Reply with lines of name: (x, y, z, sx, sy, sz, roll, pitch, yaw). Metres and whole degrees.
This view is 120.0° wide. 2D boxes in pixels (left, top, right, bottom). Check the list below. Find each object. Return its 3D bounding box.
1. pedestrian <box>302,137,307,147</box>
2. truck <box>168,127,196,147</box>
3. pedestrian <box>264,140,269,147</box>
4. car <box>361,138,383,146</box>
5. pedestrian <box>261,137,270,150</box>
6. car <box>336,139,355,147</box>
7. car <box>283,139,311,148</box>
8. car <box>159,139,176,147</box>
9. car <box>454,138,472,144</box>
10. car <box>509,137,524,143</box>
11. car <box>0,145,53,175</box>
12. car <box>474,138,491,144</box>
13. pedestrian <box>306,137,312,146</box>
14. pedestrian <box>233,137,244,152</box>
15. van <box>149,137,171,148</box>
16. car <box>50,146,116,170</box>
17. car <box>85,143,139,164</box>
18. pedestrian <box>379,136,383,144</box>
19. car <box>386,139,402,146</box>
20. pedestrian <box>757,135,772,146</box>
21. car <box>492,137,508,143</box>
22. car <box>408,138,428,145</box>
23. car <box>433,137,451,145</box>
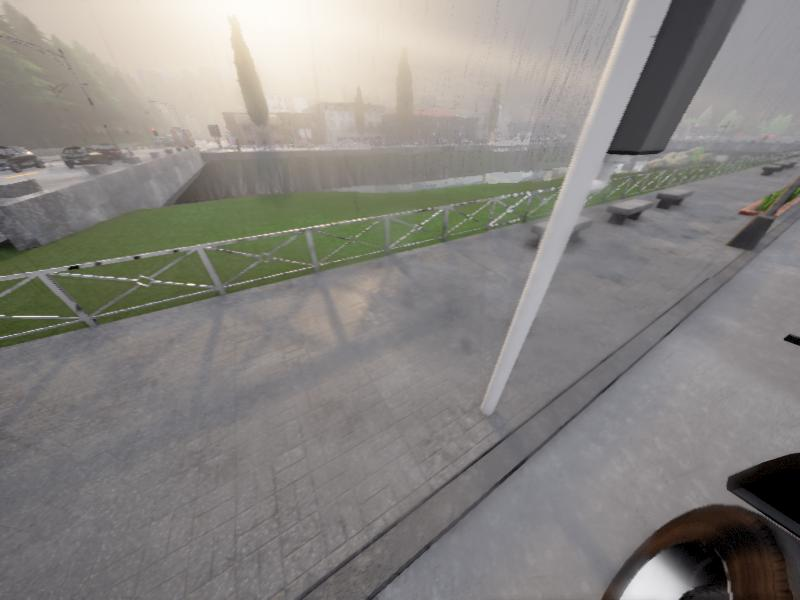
pedestrian: (-21.853, -36.231, 52.825, 0.751, 1.860, 0.751, -7, 36, -10)
truck: (-54.802, -41.218, 58.432, 2.891, 3.827, 8.468, -19, 39, -24)
pedestrian: (-30.376, -35.697, 52.609, 0.751, 1.300, 0.751, -17, 39, -22)
car: (-6.937, -39.340, 57.540, 5.238, 1.638, 1.930, -19, 40, -24)
pedestrian: (-23.402, -27.180, 40.166, 0.751, 1.860, 0.751, -21, 41, -27)
car: (-12.947, -37.250, 54.775, 3.806, 1.475, 1.970, -18, 39, -24)
car: (-22.469, -34.106, 50.278, 5.027, 1.651, 2.152, -19, 39, -24)
car: (-59.526, -40.350, 59.277, 2.007, 1.525, 4.514, -19, 39, -24)
car: (18.955, -48.029, 69.668, 4.974, 1.542, 2.038, -19, 39, -24)
car: (40.214, -55.145, 79.639, 4.892, 1.490, 1.837, -19, 39, -24)
car: (-30.118, -10.777, 17.640, 2.033, 1.649, 4.856, -18, 39, -24)
car: (25.978, -50.370, 72.969, 5.008, 1.535, 1.882, -19, 39, -24)
pedestrian: (-20.996, -36.620, 53.367, 0.751, 1.860, 0.751, 29, 45, 35)
pedestrian: (-25.647, -24.687, 36.683, 0.751, 1.860, 0.751, -19, 39, -24)
van: (-55.722, -36.749, 53.725, 2.069, 2.038, 4.480, -19, 39, -24)
car: (-27.172, -12.387, 20.017, 1.816, 1.474, 4.193, -19, 39, -24)
car: (-30.462, -15.731, 24.659, 2.038, 1.542, 4.974, -19, 39, -24)
pedestrian: (-5.264, -44.185, 63.922, 0.751, 1.860, 0.751, -24, 42, -30)
car: (-1.598, -41.068, 60.085, 3.806, 1.475, 1.970, -19, 40, -24)
pedestrian: (76.858, -33.661, 48.690, 0.751, 1.860, 0.751, -19, 40, -24)
car: (32.999, -52.774, 76.223, 5.238, 1.638, 1.930, -19, 39, -24)
car: (4.901, -43.321, 63.078, 5.238, 1.638, 1.930, -19, 39, -24)
car: (12.050, -45.729, 66.421, 4.856, 1.649, 2.033, -19, 39, -24)
